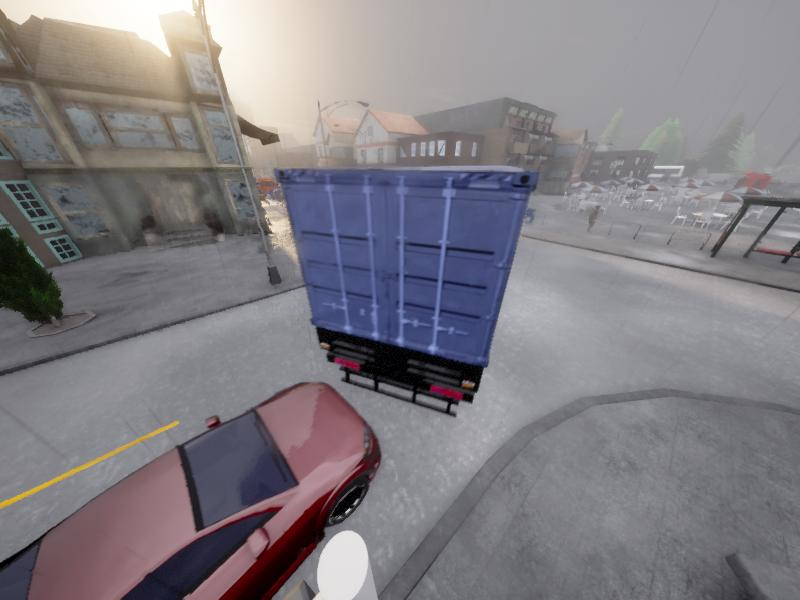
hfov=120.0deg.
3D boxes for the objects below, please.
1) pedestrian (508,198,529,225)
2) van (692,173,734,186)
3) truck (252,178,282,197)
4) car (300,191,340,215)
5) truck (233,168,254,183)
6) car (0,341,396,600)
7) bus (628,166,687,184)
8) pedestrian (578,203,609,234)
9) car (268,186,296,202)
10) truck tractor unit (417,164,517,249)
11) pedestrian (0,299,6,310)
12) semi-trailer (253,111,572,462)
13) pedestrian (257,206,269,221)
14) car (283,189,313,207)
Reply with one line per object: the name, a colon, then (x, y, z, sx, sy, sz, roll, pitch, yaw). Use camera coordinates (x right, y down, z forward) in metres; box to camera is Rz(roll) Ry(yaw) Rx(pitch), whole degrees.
pedestrian: (9.196, -6.879, 18.010, 0.751, 1.860, 0.751, -6, 31, -10)
van: (80.400, -31.118, 59.529, 1.988, 2.561, 5.915, -23, 37, -34)
truck: (-21.968, -18.629, 38.003, 2.627, 2.467, 5.204, -23, 37, -34)
car: (-8.443, -10.278, 24.220, 2.097, 1.767, 4.553, -23, 37, -34)
truck: (-46.326, -36.841, 68.191, 2.891, 3.827, 8.468, -23, 37, -34)
car: (-2.228, 2.459, 2.614, 1.994, 1.385, 4.181, 25, 39, 36)
bus: (73.366, -35.935, 66.193, 3.944, 4.253, 10.273, -23, 37, -34)
pedestrian: (13.040, -5.487, 15.608, 0.751, 1.860, 0.751, -3, 30, -5)
car: (-17.014, -15.267, 33.125, 2.038, 1.542, 4.974, -23, 37, -34)
truck tractor unit: (3.722, -6.566, 15.351, 3.053, 4.208, 6.516, -7, 31, -13)
pedestrian: (-13.162, -0.373, 6.768, 0.751, 1.860, 0.751, -24, 38, -35)
semi-trailer: (2.207, -2.896, 8.804, 2.717, 4.402, 14.254, 10, 32, 17)
pedestrian: (-11.574, -7.283, 19.472, 0.500, 1.100, 0.500, -22, 37, -33)
car: (-12.676, -12.715, 28.629, 1.851, 1.617, 3.988, -23, 37, -34)
